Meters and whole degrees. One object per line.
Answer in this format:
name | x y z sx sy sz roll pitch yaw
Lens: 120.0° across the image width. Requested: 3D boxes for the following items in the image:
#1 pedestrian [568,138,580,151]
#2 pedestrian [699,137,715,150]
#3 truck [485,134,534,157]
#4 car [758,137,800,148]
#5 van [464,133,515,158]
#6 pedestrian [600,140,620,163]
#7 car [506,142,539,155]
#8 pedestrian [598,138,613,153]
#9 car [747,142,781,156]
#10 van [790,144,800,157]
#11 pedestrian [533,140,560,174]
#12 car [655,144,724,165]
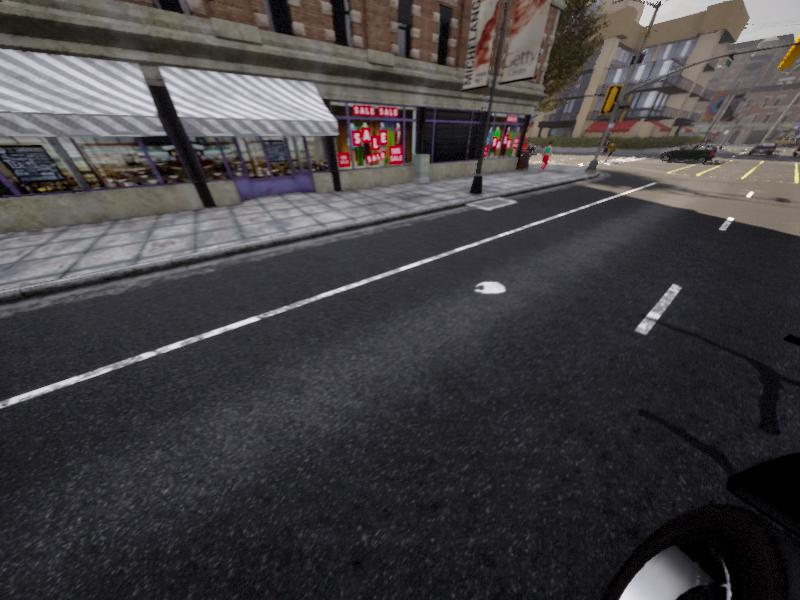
pedestrian | 29.527 -26.427 39.180 0.751 1.860 0.751 -24 41 -29
pedestrian | 53.600 -27.362 40.315 0.751 1.860 0.751 -17 38 -22
truck | 15.142 -21.726 32.413 2.627 2.467 5.204 -23 41 -28
car | 79.966 -33.060 48.472 1.932 1.855 4.605 -10 36 -14
van | 11.883 -20.888 31.191 1.988 2.561 5.915 -23 41 -29
pedestrian | 21.058 -14.893 23.175 0.751 1.860 0.751 24 42 30
car | 18.078 -22.428 34.200 1.845 1.501 3.633 -23 41 -28
pedestrian | 30.015 -22.605 33.763 0.751 1.860 0.751 -25 42 -30
car | 49.264 -20.453 31.232 4.674 1.442 1.812 -23 41 -28
van | 50.801 -18.852 28.434 4.480 2.038 2.069 -23 41 -28
pedestrian | 9.802 -9.590 15.489 0.751 1.860 0.751 -23 41 -29
car | 28.271 -14.371 22.682 1.789 1.549 3.705 -23 41 -28
